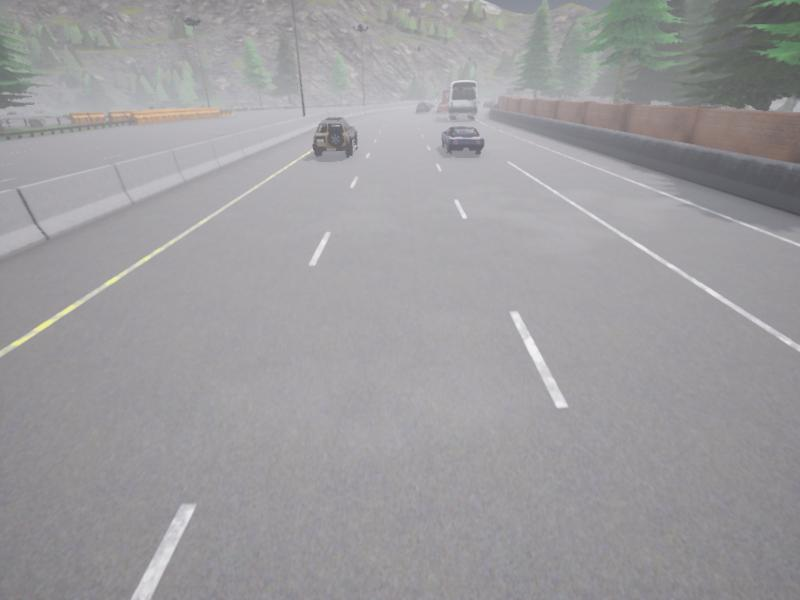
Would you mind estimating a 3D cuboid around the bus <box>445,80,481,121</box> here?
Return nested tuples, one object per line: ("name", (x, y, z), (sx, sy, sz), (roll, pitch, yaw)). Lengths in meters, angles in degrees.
("bus", (7.926, -25.811, 51.649), (3.944, 4.253, 10.273), (2, 28, 6))

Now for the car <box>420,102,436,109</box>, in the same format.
("car", (5.875, -40.583, 83.366), (1.895, 1.301, 4.718), (10, 29, 18))

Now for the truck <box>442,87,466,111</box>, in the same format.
("truck", (10.114, -37.451, 74.524), (2.891, 3.827, 8.468), (8, 28, 15))

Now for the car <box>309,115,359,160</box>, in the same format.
("car", (-3.498, -9.049, 22.030), (1.932, 1.855, 4.605), (0, 28, 0))

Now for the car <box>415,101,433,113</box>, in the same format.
("car", (4.058, -32.335, 67.106), (2.033, 1.649, 4.856), (6, 28, 12))

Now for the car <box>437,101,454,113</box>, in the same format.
("car", (7.564, -32.253, 66.751), (2.097, 1.767, 4.553), (6, 28, 12))

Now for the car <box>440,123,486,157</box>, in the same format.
("car", (3.504, -9.278, 23.011), (1.895, 1.301, 4.718), (0, 27, 0))
